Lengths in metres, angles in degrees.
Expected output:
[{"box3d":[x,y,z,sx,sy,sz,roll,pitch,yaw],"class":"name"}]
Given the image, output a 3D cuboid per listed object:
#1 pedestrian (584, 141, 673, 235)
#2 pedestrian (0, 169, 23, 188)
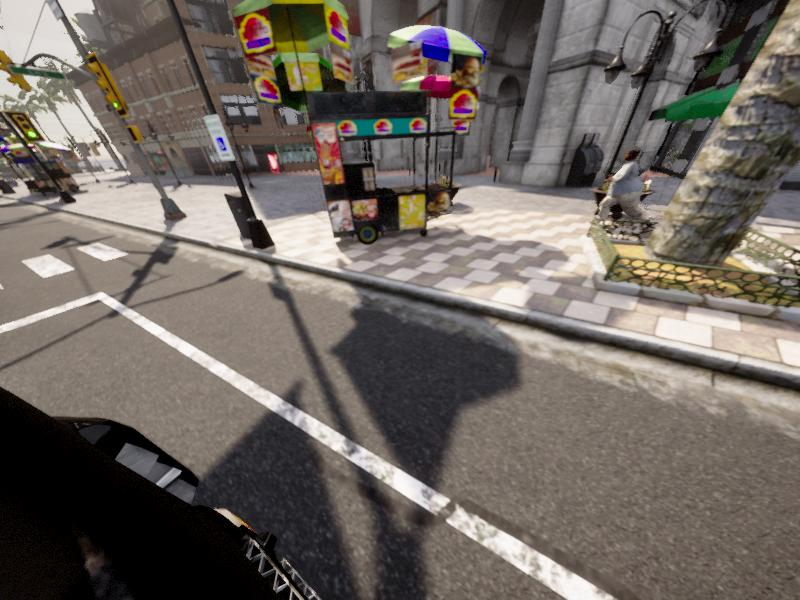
[{"box3d":[5.224,-2.607,5.463,0.751,1.860,0.751,13,37,23],"class":"pedestrian"},{"box3d":[-45.432,-14.142,26.835,0.751,1.860,0.751,25,43,36],"class":"pedestrian"}]
